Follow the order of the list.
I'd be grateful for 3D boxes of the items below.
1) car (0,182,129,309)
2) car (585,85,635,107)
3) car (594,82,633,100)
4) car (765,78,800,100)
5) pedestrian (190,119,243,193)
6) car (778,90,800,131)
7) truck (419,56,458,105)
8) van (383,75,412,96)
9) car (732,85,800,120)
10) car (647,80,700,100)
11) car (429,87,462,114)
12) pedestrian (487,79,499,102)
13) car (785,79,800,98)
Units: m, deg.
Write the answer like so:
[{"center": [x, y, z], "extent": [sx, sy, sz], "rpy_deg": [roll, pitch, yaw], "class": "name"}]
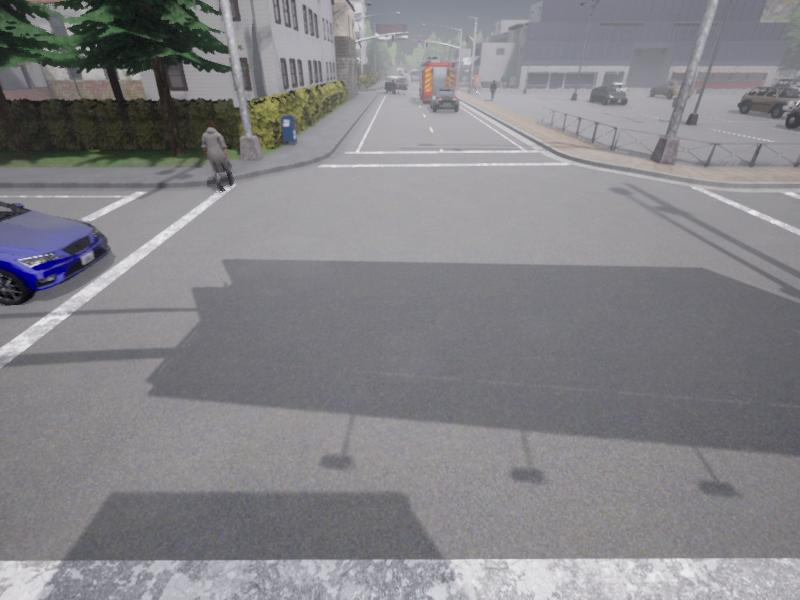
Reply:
[{"center": [-7.330, -0.960, 6.582], "extent": [4.193, 1.474, 1.816], "rpy_deg": [0, 30, 0], "class": "car"}, {"center": [18.920, -18.554, 36.311], "extent": [2.007, 1.523, 4.514], "rpy_deg": [0, 30, 0], "class": "car"}, {"center": [22.564, -22.168, 42.374], "extent": [1.970, 1.475, 3.806], "rpy_deg": [0, 30, 0], "class": "car"}, {"center": [41.775, -22.490, 42.618], "extent": [1.905, 1.878, 3.866], "rpy_deg": [0, 30, 0], "class": "car"}, {"center": [-5.128, -4.056, 11.300], "extent": [0.751, 1.860, 0.751], "rpy_deg": [1, 30, 1], "class": "pedestrian"}, {"center": [22.620, -9.738, 20.766], "extent": [1.905, 1.878, 3.866], "rpy_deg": [0, 30, 0], "class": "car"}, {"center": [3.503, -21.367, 38.842], "extent": [2.891, 3.827, 8.468], "rpy_deg": [0, 30, 0], "class": "truck"}, {"center": [-0.379, -26.414, 49.256], "extent": [2.069, 2.038, 4.480], "rpy_deg": [-7, 31, -18], "class": "van"}, {"center": [25.886, -13.690, 27.579], "extent": [1.932, 1.855, 4.605], "rpy_deg": [0, 30, 0], "class": "car"}, {"center": [28.981, -22.408, 42.628], "extent": [2.152, 1.636, 5.027], "rpy_deg": [0, 30, 0], "class": "car"}, {"center": [3.496, -15.882, 31.719], "extent": [2.038, 1.542, 4.974], "rpy_deg": [0, 30, 0], "class": "car"}, {"center": [8.824, -19.843, 37.886], "extent": [0.751, 1.860, 0.751], "rpy_deg": [10, 32, 17], "class": "pedestrian"}, {"center": [44.680, -22.684, 42.991], "extent": [1.932, 1.855, 4.605], "rpy_deg": [0, 30, 0], "class": "car"}]
